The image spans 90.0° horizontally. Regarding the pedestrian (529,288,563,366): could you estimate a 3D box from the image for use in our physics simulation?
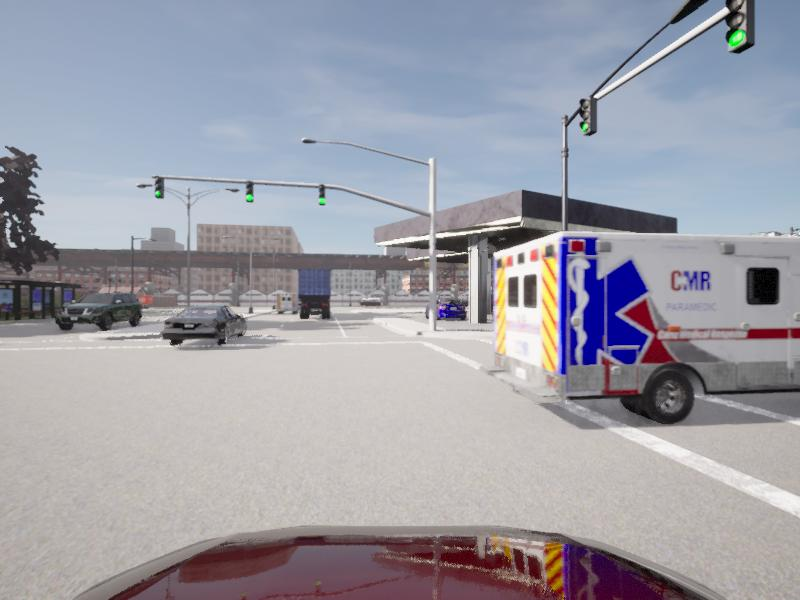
[{"bbox_3d":[3.614,0.646,9.963,0.751,1.860,0.751,0,0,17],"label":"pedestrian"}]

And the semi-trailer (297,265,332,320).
[{"bbox_3d":[-8.157,-0.589,39.077,2.717,4.402,14.254,0,0,-10],"label":"semi-trailer"}]

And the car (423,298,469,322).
[{"bbox_3d":[3.361,0.663,30.149,2.242,1.667,4.611,0,0,-10],"label":"car"}]

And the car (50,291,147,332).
[{"bbox_3d":[-16.853,0.581,22.797,2.150,2.045,5.566,0,0,-10],"label":"car"}]

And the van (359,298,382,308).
[{"bbox_3d":[-6.112,0.635,82.195,4.480,2.038,2.069,0,0,-10],"label":"van"}]

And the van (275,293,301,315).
[{"bbox_3d":[-13.399,0.411,48.202,2.351,2.431,6.366,0,0,-10],"label":"van"}]

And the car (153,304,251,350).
[{"bbox_3d":[-7.387,0.904,15.597,2.033,1.411,5.357,0,0,-10],"label":"car"}]

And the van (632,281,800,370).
[{"bbox_3d":[8.898,0.582,10.631,4.480,2.038,2.069,0,0,-12],"label":"van"}]

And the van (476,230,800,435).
[{"bbox_3d":[4.660,0.384,6.319,6.366,2.431,2.351,0,0,-7],"label":"van"}]

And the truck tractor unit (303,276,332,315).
[{"bbox_3d":[-9.598,-0.475,46.861,3.053,4.208,6.516,0,0,-10],"label":"truck tractor unit"}]
